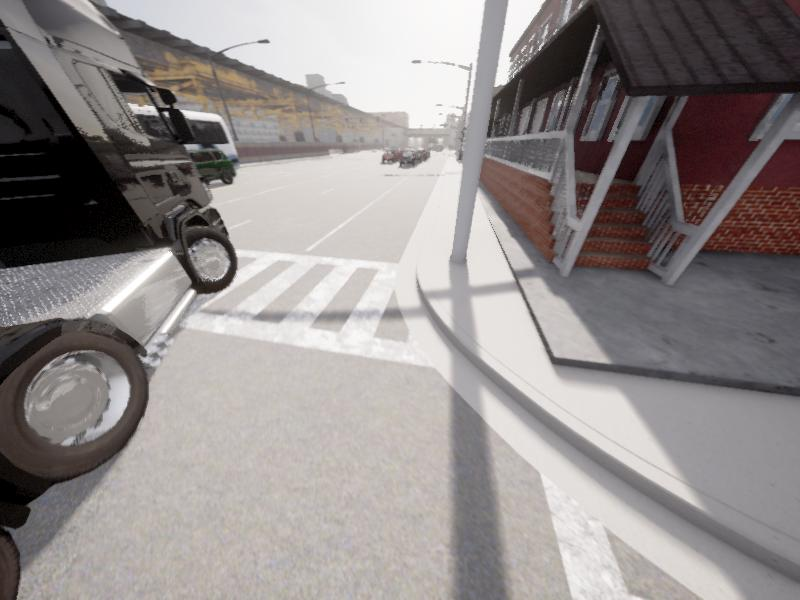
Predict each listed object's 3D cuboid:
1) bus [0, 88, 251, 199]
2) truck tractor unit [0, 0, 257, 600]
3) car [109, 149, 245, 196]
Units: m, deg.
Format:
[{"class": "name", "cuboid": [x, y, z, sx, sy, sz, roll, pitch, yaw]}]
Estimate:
[{"class": "bus", "cuboid": [-15.939, -10.033, 15.177, 3.944, 4.253, 10.273, 6, 35, 9]}, {"class": "truck tractor unit", "cuboid": [-4.063, -0.775, 1.524, 3.053, 4.208, 6.516, -12, 36, -13]}, {"class": "car", "cuboid": [-12.880, -8.011, 14.156, 2.150, 2.045, 5.566, 6, 35, 9]}]
